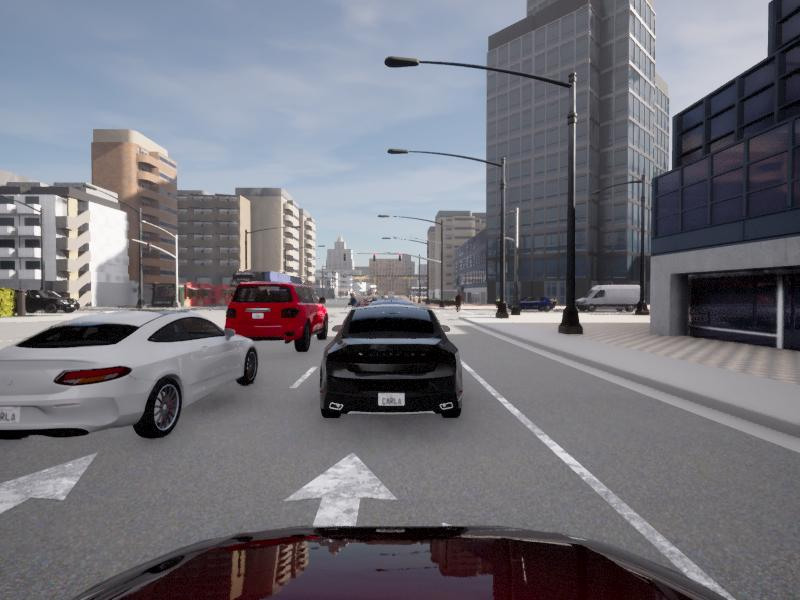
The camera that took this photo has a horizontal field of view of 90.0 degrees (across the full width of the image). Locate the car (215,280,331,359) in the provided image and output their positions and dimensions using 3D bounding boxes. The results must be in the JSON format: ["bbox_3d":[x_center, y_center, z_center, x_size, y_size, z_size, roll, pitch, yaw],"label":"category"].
[{"bbox_3d":[-3.796,0.479,13.206,2.150,2.045,5.566,0,1,-1],"label":"car"}]

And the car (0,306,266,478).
[{"bbox_3d":[-3.631,0.861,5.908,1.812,1.442,4.674,0,0,-1],"label":"car"}]

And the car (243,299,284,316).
[{"bbox_3d":[-11.250,0.553,33.361,1.895,1.301,4.718,0,1,-1],"label":"car"}]

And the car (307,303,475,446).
[{"bbox_3d":[-0.149,0.835,6.827,1.837,1.490,4.892,0,0,-1],"label":"car"}]

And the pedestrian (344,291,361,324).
[{"bbox_3d":[-2.778,0.417,23.406,0.751,1.860,0.751,-1,1,-31],"label":"pedestrian"}]

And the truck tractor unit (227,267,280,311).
[{"bbox_3d":[-15.045,-1.033,41.562,3.053,4.208,6.516,0,0,1],"label":"truck tractor unit"}]

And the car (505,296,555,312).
[{"bbox_3d":[12.427,0.376,38.379,4.193,1.474,1.816,0,1,-1],"label":"car"}]

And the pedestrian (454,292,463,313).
[{"bbox_3d":[5.201,0.212,35.484,0.751,1.860,0.751,0,1,16],"label":"pedestrian"}]

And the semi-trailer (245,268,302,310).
[{"bbox_3d":[-15.130,-1.212,49.473,2.717,4.402,14.254,0,1,-1],"label":"semi-trailer"}]

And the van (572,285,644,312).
[{"bbox_3d":[19.906,-0.155,38.479,5.915,2.561,1.988,0,1,-1],"label":"van"}]

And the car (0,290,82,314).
[{"bbox_3d":[-30.852,0.145,34.241,5.566,2.045,2.150,0,1,-1],"label":"car"}]

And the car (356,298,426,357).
[{"bbox_3d":[-0.289,0.737,13.310,1.882,1.535,5.008,0,1,-1],"label":"car"}]

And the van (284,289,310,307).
[{"bbox_3d":[-15.318,-0.286,59.912,2.351,2.431,6.366,0,0,-1],"label":"van"}]

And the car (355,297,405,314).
[{"bbox_3d":[-1.715,0.442,35.337,4.193,1.474,1.816,0,1,8],"label":"car"}]
